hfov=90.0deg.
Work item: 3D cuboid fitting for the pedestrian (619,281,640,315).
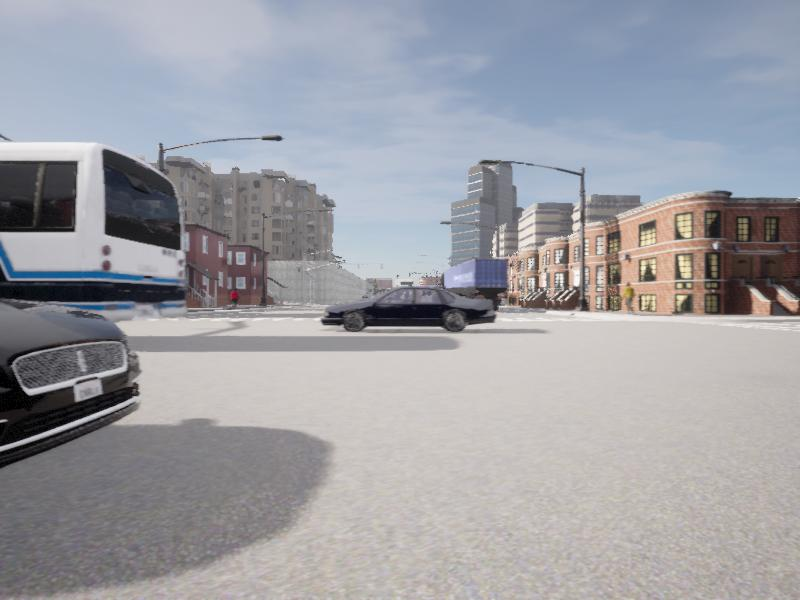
[{"bbox_3d":[12.729,-0.114,22.218,0.751,1.860,0.751,0,0,-4],"label":"pedestrian"}]

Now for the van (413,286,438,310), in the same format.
[{"bbox_3d":[2.758,-0.223,44.556,2.351,2.431,6.366,0,0,0],"label":"van"}]

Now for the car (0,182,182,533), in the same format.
[{"bbox_3d":[-4.145,0.244,2.201,4.892,1.490,1.837,0,0,0],"label":"car"}]

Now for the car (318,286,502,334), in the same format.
[{"bbox_3d":[0.288,0.295,12.704,5.357,1.411,2.033,0,0,0],"label":"car"}]

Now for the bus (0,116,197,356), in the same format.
[{"bbox_3d":[-10.740,-1.135,9.080,10.273,4.253,3.944,0,0,0],"label":"bus"}]

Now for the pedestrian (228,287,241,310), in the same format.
[{"bbox_3d":[-13.839,-0.117,33.445,0.751,1.860,0.751,0,0,-1],"label":"pedestrian"}]

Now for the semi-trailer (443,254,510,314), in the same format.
[{"bbox_3d":[6.487,-1.231,36.947,2.717,4.402,14.254,0,0,-3],"label":"semi-trailer"}]

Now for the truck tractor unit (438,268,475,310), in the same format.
[{"bbox_3d":[6.147,-1.146,44.880,3.053,4.208,6.516,-3,-1,0],"label":"truck tractor unit"}]
